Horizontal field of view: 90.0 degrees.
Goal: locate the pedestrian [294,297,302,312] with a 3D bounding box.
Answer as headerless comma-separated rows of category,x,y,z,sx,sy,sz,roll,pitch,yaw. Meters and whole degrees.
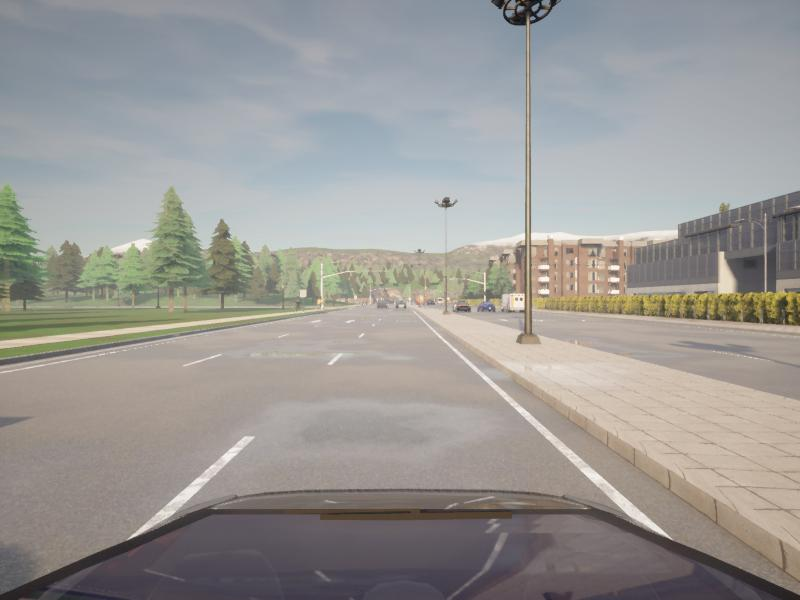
pedestrian,-12.200,0.527,47.939,0.751,1.860,0.751,0,0,2

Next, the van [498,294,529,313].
van,15.255,0.426,54.148,2.351,2.431,6.366,0,0,0

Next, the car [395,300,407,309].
car,0.212,0.832,72.981,2.033,1.649,4.856,0,0,-1

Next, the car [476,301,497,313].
car,11.755,0.918,54.568,1.812,1.442,4.674,0,0,0

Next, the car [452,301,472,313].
car,8.250,0.874,53.841,2.038,1.542,4.974,0,0,1
